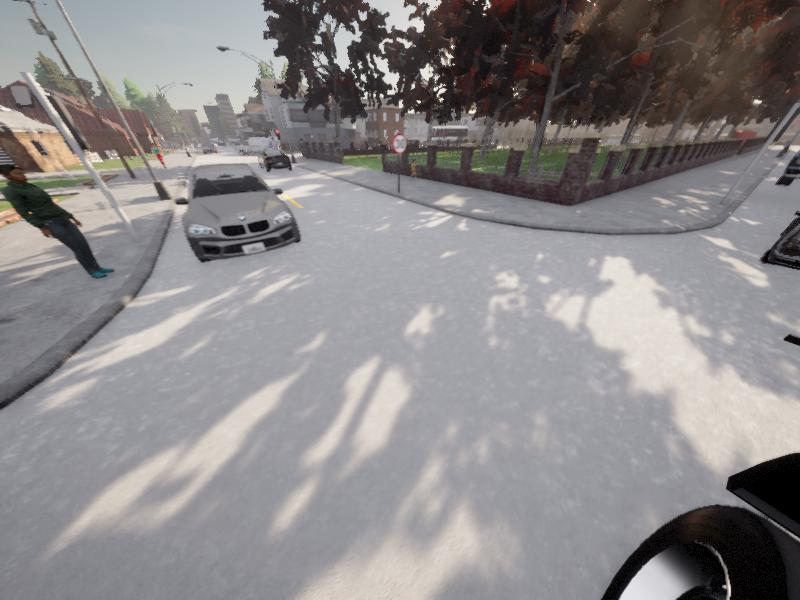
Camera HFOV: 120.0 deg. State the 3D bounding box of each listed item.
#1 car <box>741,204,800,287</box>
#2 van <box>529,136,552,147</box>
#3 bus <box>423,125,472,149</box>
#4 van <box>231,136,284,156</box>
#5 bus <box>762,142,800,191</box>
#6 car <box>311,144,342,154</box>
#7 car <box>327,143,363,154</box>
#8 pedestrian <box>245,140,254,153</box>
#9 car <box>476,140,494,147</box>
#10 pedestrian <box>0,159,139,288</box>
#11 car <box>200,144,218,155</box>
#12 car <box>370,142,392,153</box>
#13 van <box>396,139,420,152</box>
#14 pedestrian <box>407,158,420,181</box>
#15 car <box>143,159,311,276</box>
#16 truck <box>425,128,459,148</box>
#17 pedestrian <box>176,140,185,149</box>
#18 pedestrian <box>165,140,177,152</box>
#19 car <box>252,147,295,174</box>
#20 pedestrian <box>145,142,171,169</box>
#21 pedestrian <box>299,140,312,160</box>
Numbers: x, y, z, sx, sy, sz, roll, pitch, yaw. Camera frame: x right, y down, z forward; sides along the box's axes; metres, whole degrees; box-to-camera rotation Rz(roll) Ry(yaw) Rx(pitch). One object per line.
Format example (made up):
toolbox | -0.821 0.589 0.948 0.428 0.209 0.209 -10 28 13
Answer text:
car | 9.704 -1.478 4.704 5.357 1.411 2.033 -20 40 -25
van | 40.972 -46.263 67.353 6.366 2.431 2.351 -22 41 -28
bus | 10.774 -37.053 52.617 10.273 4.253 3.944 -17 39 -22
van | -22.241 -24.280 36.405 6.366 2.431 2.351 -9 37 -12
bus | 24.126 -8.349 11.833 10.273 4.253 3.944 -22 41 -28
car | -13.006 -26.768 40.819 4.718 1.301 1.895 -22 41 -28
car | -9.232 -25.640 39.102 5.357 1.411 2.033 -21 40 -26
pedestrian | -26.851 -27.388 41.130 0.751 1.860 0.751 -16 38 -21
car | 22.388 -41.275 60.931 4.674 1.442 1.812 -22 41 -28
pedestrian | -5.674 -1.241 3.862 0.751 1.860 0.751 -9 36 -11
car | -32.485 -25.612 39.291 1.994 1.385 4.181 -22 41 -28
car | -3.441 -27.881 42.108 3.633 1.501 1.845 -23 41 -29
van | 1.525 -30.036 44.721 4.442 1.987 1.775 -24 41 -29
pedestrian | 0.781 -7.596 13.484 0.500 1.100 0.500 -22 41 -28
car | -4.392 -2.612 6.194 2.242 1.667 4.611 -21 40 -27
truck | 10.499 -41.114 58.742 2.891 3.827 8.468 -25 42 -30
pedestrian | -53.014 -37.562 55.753 0.751 1.860 0.751 -22 41 -28
pedestrian | -42.283 -28.385 42.655 0.751 1.860 0.751 -22 41 -28
car | -10.622 -11.709 19.254 1.882 1.535 5.008 -22 41 -28
pedestrian | -20.568 -12.323 19.708 0.751 1.860 0.751 -21 40 -27
pedestrian | -10.893 -17.290 26.662 0.751 1.860 0.751 -26 43 -31
